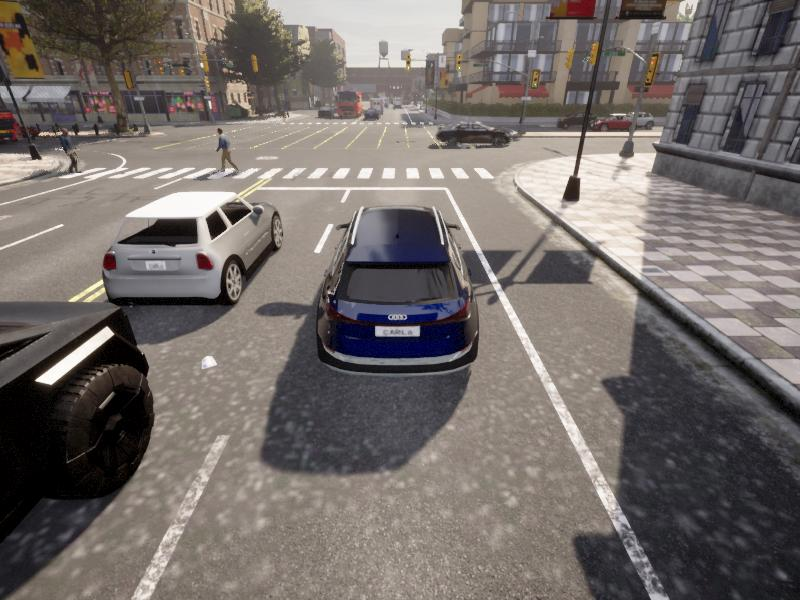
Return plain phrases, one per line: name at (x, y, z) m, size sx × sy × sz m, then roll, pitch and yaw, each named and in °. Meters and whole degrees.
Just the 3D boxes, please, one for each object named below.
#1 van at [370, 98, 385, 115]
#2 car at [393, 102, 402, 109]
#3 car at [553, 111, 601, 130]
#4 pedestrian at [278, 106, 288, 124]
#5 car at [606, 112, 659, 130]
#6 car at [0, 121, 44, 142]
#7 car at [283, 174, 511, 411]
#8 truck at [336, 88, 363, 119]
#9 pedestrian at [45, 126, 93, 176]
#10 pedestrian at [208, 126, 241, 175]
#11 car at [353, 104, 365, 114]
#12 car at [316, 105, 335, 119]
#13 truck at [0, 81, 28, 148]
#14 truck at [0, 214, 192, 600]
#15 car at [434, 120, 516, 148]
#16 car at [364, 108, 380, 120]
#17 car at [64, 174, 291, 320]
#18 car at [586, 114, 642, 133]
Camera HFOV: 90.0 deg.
van at (-3.911, -33.897, 70.002) m, size 2.351 × 2.431 × 6.366 m, roll 0°, pitch 27°, yaw 0°
car at (-0.558, -46.015, 94.726) m, size 2.033 × 1.411 × 5.357 m, roll 0°, pitch 27°, yaw 0°
car at (17.356, -17.664, 39.335) m, size 3.705 × 1.549 × 1.789 m, roll 0°, pitch 27°, yaw 0°
pedestrian at (-13.577, -21.520, 46.457) m, size 0.751 × 1.860 × 0.751 m, roll 0°, pitch 27°, yaw 1°
car at (22.789, -17.629, 39.351) m, size 3.806 × 1.475 × 1.970 m, roll 0°, pitch 27°, yaw 0°
car at (-29.307, -12.304, 29.174) m, size 4.718 × 1.301 × 1.895 m, roll 0°, pitch 27°, yaw 0°
car at (-0.033, -0.646, 6.100) m, size 2.033 × 1.649 × 4.856 m, roll 0°, pitch 27°, yaw 0°
truck at (-7.356, -29.210, 59.343) m, size 2.891 × 3.827 × 8.468 m, roll 0°, pitch 27°, yaw 0°
pedestrian at (-13.711, -6.203, 16.617) m, size 0.751 × 1.860 × 0.751 m, roll -2°, pitch 27°, yaw -4°
pedestrian at (-7.266, -6.221, 16.652) m, size 0.751 × 1.860 × 0.751 m, roll -1°, pitch 27°, yaw -2°
car at (-7.429, -34.891, 72.875) m, size 1.801 × 1.575 × 5.366 m, roll 0°, pitch 27°, yaw 0°
car at (-10.846, -27.616, 58.627) m, size 1.930 × 1.638 × 5.238 m, roll -1°, pitch 27°, yaw -1°
truck at (-29.904, -11.829, 25.479) m, size 8.468 × 3.827 × 2.891 m, roll 0°, pitch 27°, yaw 0°
truck at (-3.507, 1.611, 1.187) m, size 2.390 × 2.098 × 6.274 m, roll 0°, pitch 27°, yaw 0°
car at (4.738, -10.796, 26.004) m, size 4.902 × 1.511 × 2.128 m, roll 0°, pitch 27°, yaw 0°
car at (-3.823, -25.659, 55.113) m, size 1.994 × 1.385 × 4.181 m, roll 0°, pitch 27°, yaw 0°
car at (-3.539, -1.232, 7.406) m, size 1.970 × 1.475 × 3.806 m, roll 0°, pitch 27°, yaw 0°
car at (19.289, -16.032, 36.239) m, size 3.806 × 1.475 × 1.970 m, roll 0°, pitch 27°, yaw 0°
